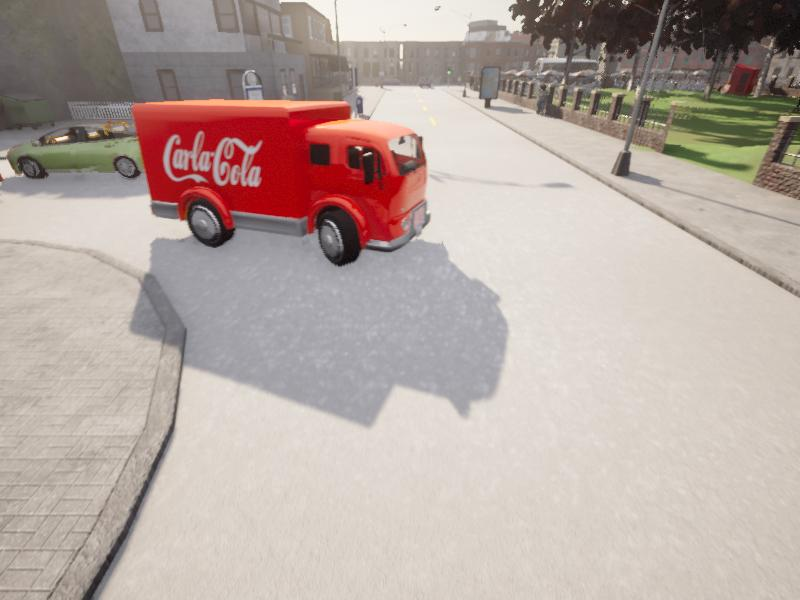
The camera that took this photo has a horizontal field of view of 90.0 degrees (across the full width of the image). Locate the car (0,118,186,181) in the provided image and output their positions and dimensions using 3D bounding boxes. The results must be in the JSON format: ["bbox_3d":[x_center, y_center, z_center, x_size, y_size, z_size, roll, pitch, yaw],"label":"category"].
[{"bbox_3d":[-9.709,-4.794,12.653,4.514,1.525,2.007,0,30,-1],"label":"car"}]

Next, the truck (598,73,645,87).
[{"bbox_3d":[38.253,-38.162,69.275,6.274,2.098,2.390,0,30,0],"label":"truck"}]

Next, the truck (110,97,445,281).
[{"bbox_3d":[-2.074,-2.432,7.703,5.204,2.467,2.627,11,30,19],"label":"truck"}]

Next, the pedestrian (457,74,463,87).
[{"bbox_3d":[9.757,-35.853,65.280,0.751,1.860,0.751,3,30,4],"label":"pedestrian"}]

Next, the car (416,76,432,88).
[{"bbox_3d":[3.748,-34.336,63.065,1.845,1.501,3.633,-3,30,-5],"label":"car"}]

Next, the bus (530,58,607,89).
[{"bbox_3d":[27.240,-37.047,65.434,10.273,4.253,3.944,0,30,0],"label":"bus"}]

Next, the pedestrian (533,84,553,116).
[{"bbox_3d":[9.388,-13.185,26.394,0.751,1.860,0.751,0,30,0],"label":"pedestrian"}]

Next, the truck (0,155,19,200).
[{"bbox_3d":[-14.616,-3.802,8.691,8.468,3.827,2.891,0,30,0],"label":"truck"}]

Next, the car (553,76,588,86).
[{"bbox_3d":[29.519,-38.015,69.344,5.008,1.535,1.882,0,30,0],"label":"car"}]

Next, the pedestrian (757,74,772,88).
[{"bbox_3d":[55.695,-33.521,61.112,0.751,1.860,0.751,-3,30,-5],"label":"pedestrian"}]

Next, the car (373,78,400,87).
[{"bbox_3d":[-2.328,-37.754,69.414,4.674,1.442,1.812,0,30,0],"label":"car"}]

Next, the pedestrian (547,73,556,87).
[{"bbox_3d":[23.246,-33.784,61.549,0.751,1.860,0.751,0,30,0],"label":"pedestrian"}]

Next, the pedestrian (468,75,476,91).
[{"bbox_3d":[9.338,-28.211,52.017,0.751,1.860,0.751,1,30,2],"label":"pedestrian"}]
